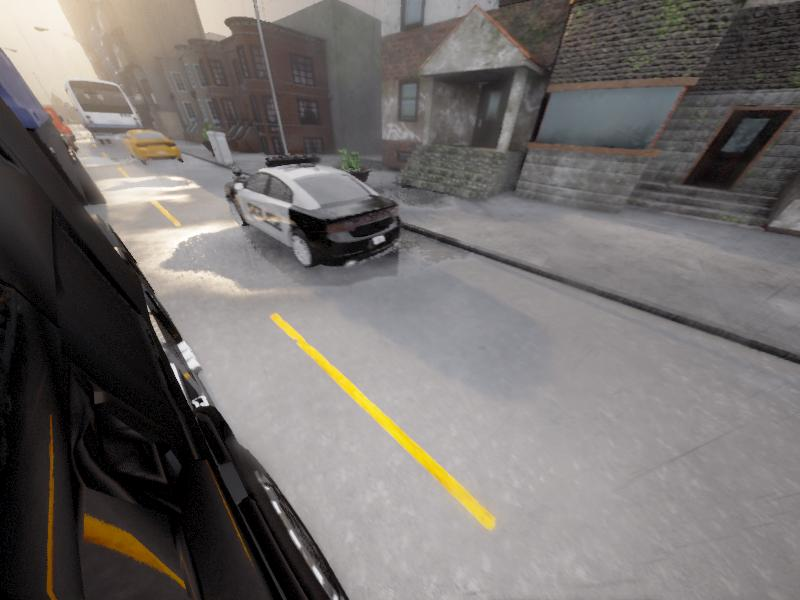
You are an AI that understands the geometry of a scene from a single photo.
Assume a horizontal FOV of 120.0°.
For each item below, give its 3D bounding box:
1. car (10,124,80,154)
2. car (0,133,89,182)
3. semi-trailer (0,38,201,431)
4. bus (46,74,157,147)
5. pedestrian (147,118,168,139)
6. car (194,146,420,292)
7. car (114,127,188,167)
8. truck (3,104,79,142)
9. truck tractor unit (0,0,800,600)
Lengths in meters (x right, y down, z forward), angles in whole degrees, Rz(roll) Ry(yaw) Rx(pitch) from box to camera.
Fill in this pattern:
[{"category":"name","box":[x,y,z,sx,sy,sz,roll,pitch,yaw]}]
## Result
[{"category":"car","box":[-23.772,-10.903,15.573,4.181,1.385,1.994,28,44,30]},{"category":"car","box":[-15.668,-6.374,10.100,4.718,1.301,1.895,29,44,31]},{"category":"semi-trailer","box":[-8.671,-3.622,4.256,14.254,4.402,2.717,28,44,30]},{"category":"bus","box":[-27.032,-16.935,21.042,10.273,4.253,3.944,30,44,31]},{"category":"pedestrian","box":[-27.235,-19.291,25.973,0.751,1.860,0.751,-11,39,-18]},{"category":"car","box":[-2.300,-2.293,5.222,5.238,1.638,1.930,29,44,31]},{"category":"car","box":[-14.860,-9.203,13.746,5.008,1.535,1.882,29,44,30]},{"category":"truck","box":[-31.954,-15.887,20.796,5.204,2.467,2.627,29,44,31]},{"category":"truck tractor unit","box":[-2.645,-0.295,0.351,6.516,4.208,3.053,28,44,30]}]
